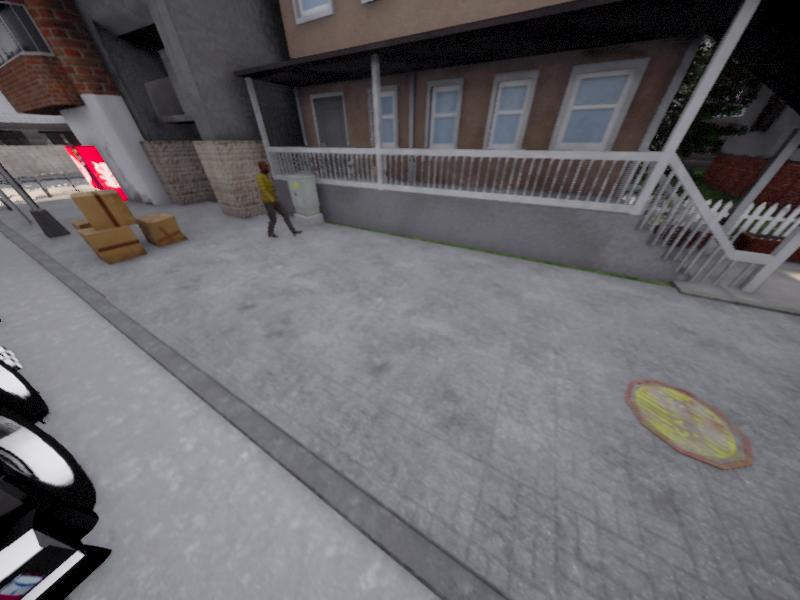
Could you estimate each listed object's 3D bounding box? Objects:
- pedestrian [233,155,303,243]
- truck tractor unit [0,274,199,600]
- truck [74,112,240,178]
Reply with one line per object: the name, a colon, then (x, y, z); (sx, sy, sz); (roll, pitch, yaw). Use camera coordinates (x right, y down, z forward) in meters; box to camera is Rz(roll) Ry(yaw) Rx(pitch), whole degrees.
pedestrian: (-3.118, -2.441, 5.674); (0.751, 1.860, 0.751); (2, 35, 3)
truck tractor unit: (-5.129, -0.282, 0.755); (6.516, 4.208, 3.053); (18, 39, 23)
truck: (-19.456, -13.157, 19.694); (2.891, 3.827, 8.468); (17, 39, 24)
